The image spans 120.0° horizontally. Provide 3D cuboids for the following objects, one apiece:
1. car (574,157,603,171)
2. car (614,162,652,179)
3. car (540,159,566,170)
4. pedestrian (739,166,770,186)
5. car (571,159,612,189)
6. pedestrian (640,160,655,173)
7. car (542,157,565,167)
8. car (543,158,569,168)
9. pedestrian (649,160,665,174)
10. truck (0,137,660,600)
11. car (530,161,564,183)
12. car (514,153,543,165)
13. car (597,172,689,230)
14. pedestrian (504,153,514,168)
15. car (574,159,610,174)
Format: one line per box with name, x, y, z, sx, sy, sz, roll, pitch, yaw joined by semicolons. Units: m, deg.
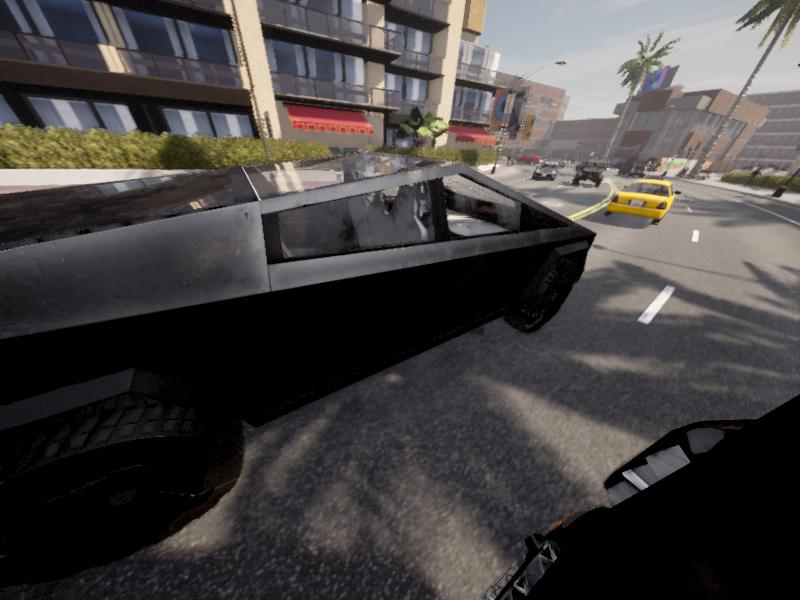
car;33.637;-24.385;41.368;1.905;1.878;3.866;4;34;2
car;31.448;-17.604;31.298;1.851;1.617;3.988;13;35;14
car;26.699;-23.832;40.465;1.994;1.385;4.181;5;34;3
pedestrian;38.233;-13.375;24.953;0.751;1.860;0.751;18;36;21
car;16.092;-10.620;19.381;1.905;1.878;3.866;25;39;29
pedestrian;41.616;-22.473;38.841;0.751;1.860;0.751;5;34;4
car;33.127;-29.951;49.963;1.789;1.549;3.705;-4;34;-11
car;30.201;-26.648;44.956;1.994;1.385;4.181;1;34;-3
pedestrian;42.128;-21.790;37.858;0.751;1.860;0.751;5;34;2
truck;-0.403;-0.393;2.587;6.274;2.098;2.390;-17;39;-27
car;14.166;-12.340;22.177;1.970;1.475;3.806;23;39;27
car;29.039;-32.098;52.420;2.150;2.045;5.566;-9;35;-17
car;10.820;-4.557;10.169;5.366;1.575;1.801;-25;43;-35
pedestrian;15.360;-19.687;32.608;0.751;1.860;0.751;14;35;16
car;29.200;-20.509;35.416;2.242;1.667;4.611;8;34;8
